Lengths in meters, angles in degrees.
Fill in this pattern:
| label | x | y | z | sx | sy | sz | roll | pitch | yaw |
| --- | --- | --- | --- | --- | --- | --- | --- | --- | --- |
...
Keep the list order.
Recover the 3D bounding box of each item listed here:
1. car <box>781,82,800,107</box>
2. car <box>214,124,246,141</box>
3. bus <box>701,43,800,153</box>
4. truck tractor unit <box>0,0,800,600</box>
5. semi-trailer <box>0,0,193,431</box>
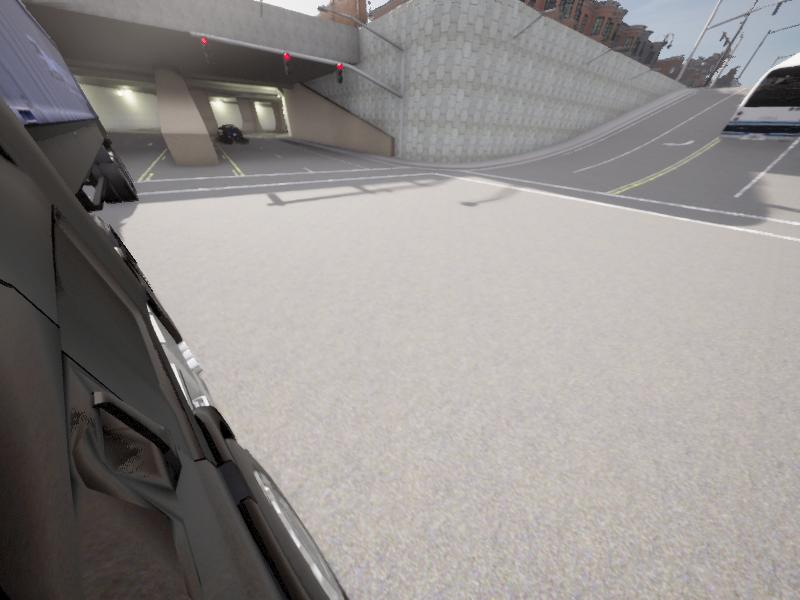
| label | x | y | z | sx | sy | sz | roll | pitch | yaw |
| --- | --- | --- | --- | --- | --- | --- | --- | --- | --- |
| car | 36.394 | -18.524 | 20.240 | 5.366 | 1.575 | 1.801 | -30 | 47 | -19 |
| car | -22.634 | -22.317 | 30.700 | 2.152 | 1.651 | 5.027 | -26 | 46 | -33 |
| bus | 27.407 | -14.391 | 16.055 | 10.273 | 4.253 | 3.944 | -31 | 47 | -18 |
| truck tractor unit | -2.645 | -0.295 | 0.351 | 6.516 | 4.208 | 3.053 | 28 | 44 | 30 |
| semi-trailer | -8.272 | -3.866 | 4.604 | 2.717 | 4.402 | 14.254 | -29 | 47 | -35 |
